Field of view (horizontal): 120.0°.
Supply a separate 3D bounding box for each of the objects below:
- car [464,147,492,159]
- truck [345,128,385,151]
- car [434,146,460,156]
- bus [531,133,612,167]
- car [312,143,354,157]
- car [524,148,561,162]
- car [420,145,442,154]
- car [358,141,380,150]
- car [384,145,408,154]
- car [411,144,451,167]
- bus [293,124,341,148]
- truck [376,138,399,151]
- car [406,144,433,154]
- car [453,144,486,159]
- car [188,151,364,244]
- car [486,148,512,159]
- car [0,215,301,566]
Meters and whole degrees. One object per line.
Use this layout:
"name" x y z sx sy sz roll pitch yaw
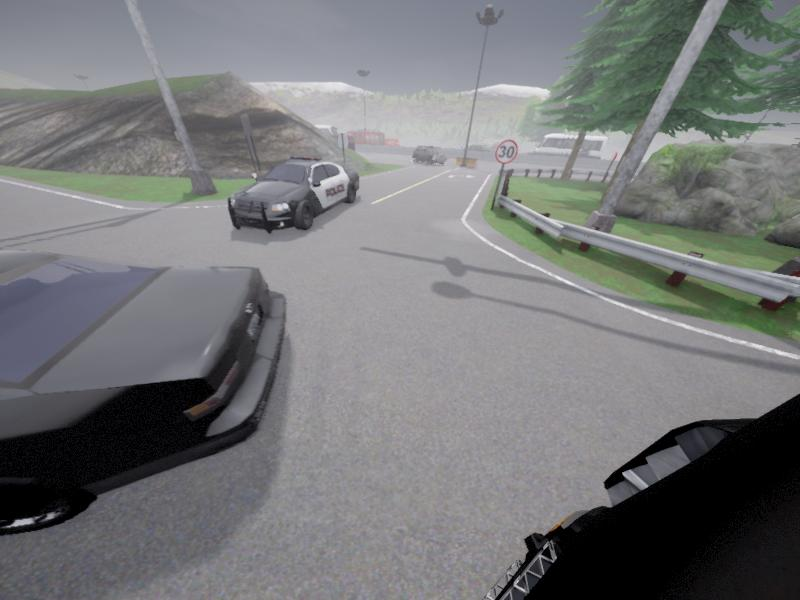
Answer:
"car" 15.636 -29.634 46.473 4.856 1.649 2.033 14 36 16
"truck" -7.877 -36.692 52.910 8.468 3.827 2.891 15 36 16
"car" 10.414 -33.044 51.195 5.357 1.411 2.033 15 36 16
"bus" 29.962 -26.901 41.348 10.273 4.253 3.944 15 37 16
"car" -9.370 -21.060 32.379 5.357 1.411 2.033 15 36 16
"car" 28.063 -28.703 45.726 5.566 2.045 2.150 15 36 16
"car" 7.352 -36.026 55.176 4.892 1.490 1.837 15 36 16
"car" -7.598 -37.793 56.559 4.902 1.511 2.128 15 36 16
"car" -0.821 -31.649 48.402 4.718 1.301 1.895 15 36 16
"car" 3.371 -16.605 26.513 1.932 1.855 4.605 -15 39 -28
"bus" -20.138 -39.999 56.350 10.273 4.253 3.944 15 36 16
"truck" -3.108 -39.168 58.037 5.204 2.467 2.627 15 36 16
"car" 4.159 -32.610 49.924 5.366 1.575 1.801 15 36 16
"car" 13.187 -28.305 43.999 5.566 2.045 2.150 15 36 16
"car" -3.029 -3.552 7.242 2.038 1.542 4.974 10 37 10
"car" 20.537 -30.513 48.084 4.611 1.667 2.242 15 36 16
"car" -3.710 0.537 1.463 5.357 1.411 2.033 -7 36 -14
